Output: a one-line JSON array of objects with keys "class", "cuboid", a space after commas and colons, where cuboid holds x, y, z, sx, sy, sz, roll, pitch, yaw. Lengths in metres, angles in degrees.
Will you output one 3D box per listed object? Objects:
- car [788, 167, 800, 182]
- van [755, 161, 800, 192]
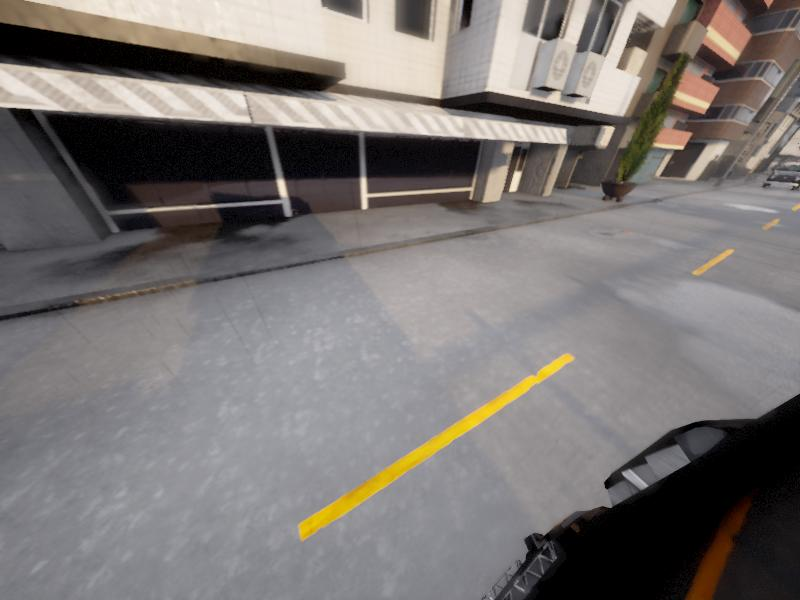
[{"class": "car", "cuboid": [52.110, -15.900, 29.277, 4.792, 1.488, 2.163, -16, 38, -26]}, {"class": "van", "cuboid": [33.434, -10.633, 19.818, 4.480, 2.038, 2.069, -16, 38, -26]}]
